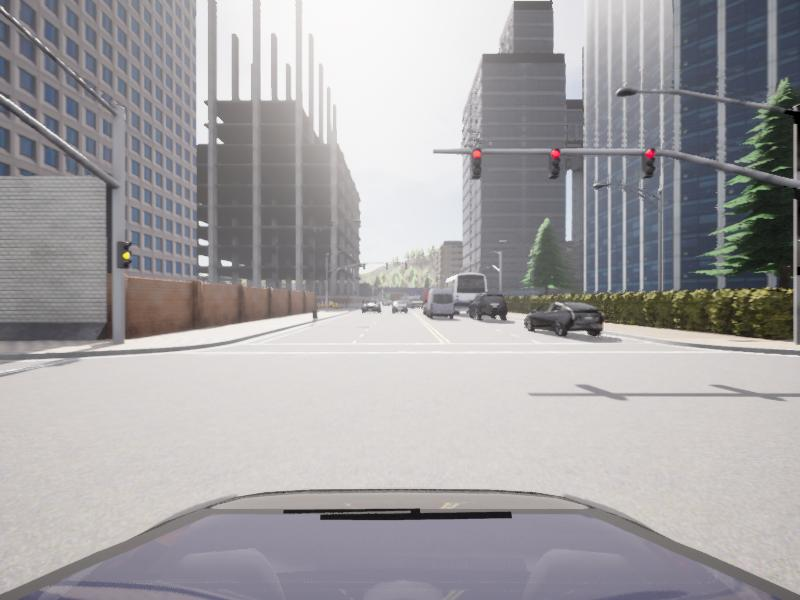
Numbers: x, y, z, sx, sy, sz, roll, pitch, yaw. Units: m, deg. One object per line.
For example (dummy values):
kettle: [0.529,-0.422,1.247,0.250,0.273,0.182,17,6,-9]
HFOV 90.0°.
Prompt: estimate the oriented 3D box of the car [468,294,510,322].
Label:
car: [6.993,0.586,32.154,2.150,2.045,5.566,0,0,0]

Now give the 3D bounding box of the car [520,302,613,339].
car: [7.600,0.850,18.846,2.007,1.525,4.514,0,0,-8]

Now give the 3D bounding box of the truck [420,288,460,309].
truck: [7.586,-0.312,77.189,2.891,3.827,8.468,0,0,-33]

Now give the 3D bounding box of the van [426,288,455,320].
van: [3.496,0.343,35.377,1.988,2.561,5.915,0,0,0]

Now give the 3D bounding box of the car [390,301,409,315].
car: [-0.016,0.856,46.814,2.128,1.511,4.902,0,0,0]

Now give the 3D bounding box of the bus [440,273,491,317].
bus: [6.864,-0.517,44.151,3.944,4.253,10.273,0,0,0]

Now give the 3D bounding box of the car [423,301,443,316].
car: [3.482,0.889,43.133,1.812,1.442,4.674,0,0,0]

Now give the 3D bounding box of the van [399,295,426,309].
van: [2.145,0.391,72.031,2.351,2.431,6.366,0,0,-23]

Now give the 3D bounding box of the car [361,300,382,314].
car: [-3.515,0.778,49.672,2.242,1.667,4.611,0,0,0]
